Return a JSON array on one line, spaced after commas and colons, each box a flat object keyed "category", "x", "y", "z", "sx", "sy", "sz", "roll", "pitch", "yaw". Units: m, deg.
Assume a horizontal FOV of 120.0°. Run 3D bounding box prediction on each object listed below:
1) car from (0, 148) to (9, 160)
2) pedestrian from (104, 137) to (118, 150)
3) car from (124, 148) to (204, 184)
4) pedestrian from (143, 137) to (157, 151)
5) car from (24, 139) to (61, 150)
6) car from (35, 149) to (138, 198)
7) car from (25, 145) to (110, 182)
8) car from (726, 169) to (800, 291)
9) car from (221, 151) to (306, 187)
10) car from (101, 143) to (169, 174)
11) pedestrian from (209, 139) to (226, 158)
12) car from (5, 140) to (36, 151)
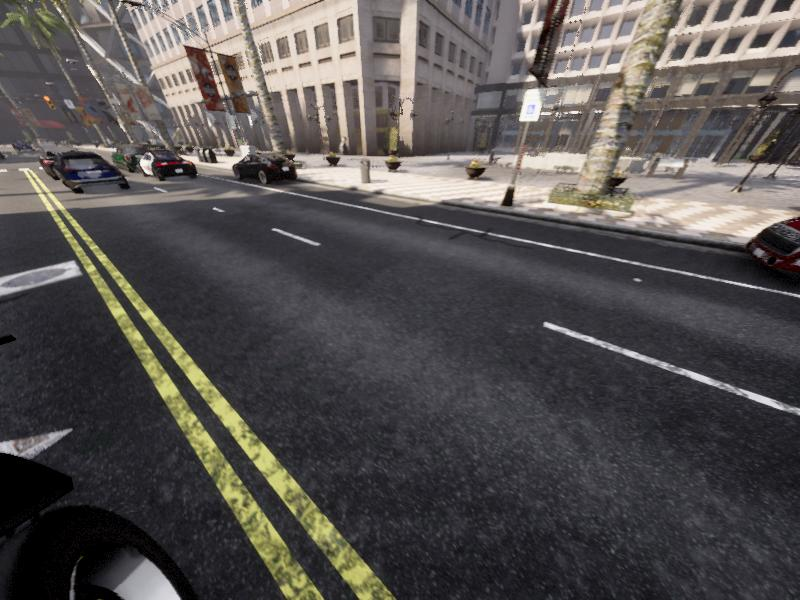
[{"category": "car", "x": -45.104, "y": -16.158, "z": 25.107, "sx": 4.792, "sy": 1.488, "sz": 2.163, "roll": 22, "pitch": 41, "yaw": 28}, {"category": "pedestrian", "x": -50.618, "y": -27.396, "z": 40.409, "sx": 0.751, "sy": 1.860, "sz": 0.751, "roll": -28, "pitch": 44, "yaw": -34}, {"category": "car", "x": -15.155, "y": -8.701, "z": 14.809, "sx": 4.974, "sy": 1.542, "sz": 2.038, "roll": 22, "pitch": 41, "yaw": 28}, {"category": "pedestrian", "x": -41.592, "y": -25.920, "z": 38.418, "sx": 0.751, "sy": 1.860, "sz": 0.751, "roll": 18, "pitch": 39, "yaw": 23}, {"category": "car", "x": -66.775, "y": -29.178, "z": 43.222, "sx": 4.611, "sy": 1.667, "sz": 2.242, "roll": 14, "pitch": 37, "yaw": 19}, {"category": "car", "x": -15.761, "y": -6.523, "z": 11.616, "sx": 4.856, "sy": 1.649, "sz": 2.033, "roll": 23, "pitch": 41, "yaw": 28}, {"category": "car", "x": -21.329, "y": -8.850, "z": 14.825, "sx": 4.611, "sy": 1.667, "sz": 2.242, "roll": 22, "pitch": 41, "yaw": 28}, {"category": "car", "x": 9.549, "y": -0.760, "z": 3.579, "sx": 4.553, "sy": 1.767, "sz": 2.185, "roll": 22, "pitch": 40, "yaw": 28}, {"category": "car", "x": -8.304, "y": -8.087, "z": 14.065, "sx": 4.792, "sy": 1.488, "sz": 2.163, "roll": 22, "pitch": 40, "yaw": 28}, {"category": "car", "x": -20.263, "y": -10.926, "z": 17.687, "sx": 4.553, "sy": 1.767, "sz": 2.097, "roll": 23, "pitch": 41, "yaw": 28}, {"category": "pedestrian", "x": -21.449, "y": -17.882, "z": 27.216, "sx": 0.751, "sy": 1.860, "sz": 0.751, "roll": 23, "pitch": 41, "yaw": 29}, {"category": "car", "x": -64.139, "y": -26.134, "z": 39.042, "sx": 3.633, "sy": 1.501, "sz": 1.845, "roll": 18, "pitch": 39, "yaw": 23}]
